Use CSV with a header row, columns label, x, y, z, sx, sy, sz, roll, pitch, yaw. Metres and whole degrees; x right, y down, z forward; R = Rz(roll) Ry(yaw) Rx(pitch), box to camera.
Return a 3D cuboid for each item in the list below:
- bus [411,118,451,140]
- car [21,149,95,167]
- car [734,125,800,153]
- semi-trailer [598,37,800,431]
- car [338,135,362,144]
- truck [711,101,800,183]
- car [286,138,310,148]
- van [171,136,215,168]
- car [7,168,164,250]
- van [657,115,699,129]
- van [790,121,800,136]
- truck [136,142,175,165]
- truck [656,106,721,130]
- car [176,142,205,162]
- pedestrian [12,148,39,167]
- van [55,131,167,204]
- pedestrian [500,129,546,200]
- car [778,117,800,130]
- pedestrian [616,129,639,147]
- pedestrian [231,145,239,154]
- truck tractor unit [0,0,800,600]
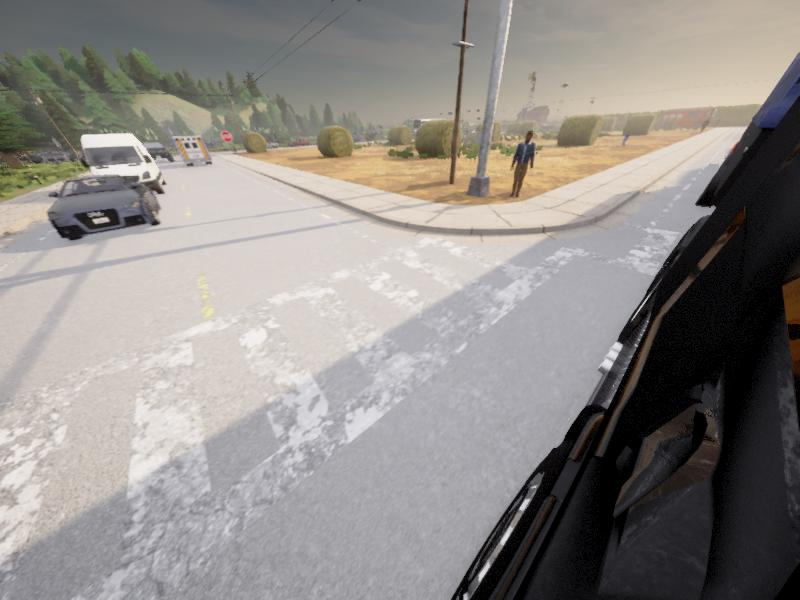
label,x,y,z,sx,sy,sz,roll,pitch,yaw
bus,8.185,-45.588,61.484,10.273,4.253,3.944,-26,42,-27
car,-46.041,-19.340,31.339,5.238,1.638,1.930,-25,42,-27
car,26.477,-11.699,16.761,4.181,1.385,1.994,-28,43,-30
semi-trailer,8.698,-3.585,4.257,14.254,4.402,2.717,-28,43,-30
car,-11.741,-37.769,54.289,4.856,1.649,2.033,-25,42,-28
truck,16.518,-6.905,9.928,5.204,2.467,2.627,-28,43,-30
car,-21.537,-33.181,48.782,4.193,1.474,1.816,-25,42,-27
van,-21.625,-15.523,24.054,2.351,2.431,6.366,-27,43,-29
car,-9.402,-3.195,7.452,1.994,1.385,4.181,-27,43,-29
van,68.389,-43.845,56.924,1.988,2.561,5.915,-27,43,-29
van,46.368,-19.721,25.920,4.442,1.987,1.775,-28,43,-30
truck,-30.003,-18.169,28.438,2.390,2.098,6.274,-29,44,-31
truck,66.698,-42.231,53.749,2.891,3.827,8.468,-27,43,-29
car,-26.134,-18.490,28.813,1.905,1.878,3.866,-27,43,-29
pedestrian,-45.101,-17.155,27.830,0.751,1.860,0.751,16,40,24
van,-14.127,-6.978,11.894,1.988,2.561,5.915,-27,43,-29
pedestrian,3.902,-4.316,7.408,0.751,1.860,0.751,18,41,26
car,60.525,-26.969,35.327,4.792,1.488,2.163,-28,43,-30
pedestrian,20.269,-14.452,20.641,0.751,1.300,0.751,-8,37,-8
pedestrian,-24.290,-22.137,34.014,0.500,1.100,0.500,12,39,18
truck tractor unit,2.645,-0.295,0.351,6.516,4.208,3.053,-28,44,-30
